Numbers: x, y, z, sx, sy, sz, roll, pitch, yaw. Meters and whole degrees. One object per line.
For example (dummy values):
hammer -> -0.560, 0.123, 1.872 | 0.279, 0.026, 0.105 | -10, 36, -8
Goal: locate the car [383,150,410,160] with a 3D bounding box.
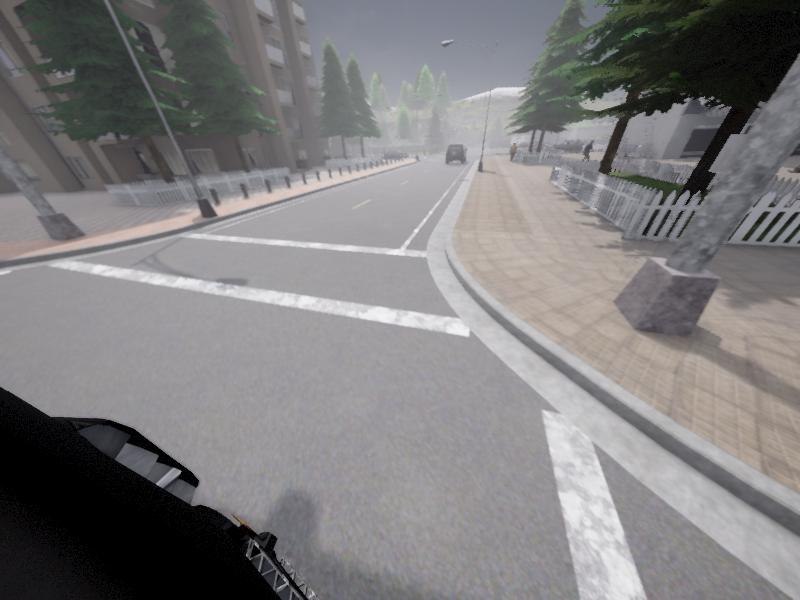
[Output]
car -> -0.623, -27.643, 44.058 | 4.792, 1.488, 2.163 | 5, 34, 12

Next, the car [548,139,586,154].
car -> 27.714, -25.624, 38.552 | 4.605, 1.855, 1.932 | 8, 35, 16

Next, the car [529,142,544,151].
car -> 29.606, -33.381, 50.178 | 1.845, 1.501, 3.633 | 8, 35, 16

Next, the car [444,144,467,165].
car -> 7.216, -18.693, 29.578 | 2.150, 2.045, 5.566 | 8, 35, 15

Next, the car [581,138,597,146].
car -> 49.451, -41.320, 60.491 | 1.845, 1.501, 3.633 | 8, 35, 16

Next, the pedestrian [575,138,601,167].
pedestrian -> 14.596, -11.446, 17.972 | 0.751, 1.860, 0.751 | -20, 37, -24

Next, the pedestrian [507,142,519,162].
pedestrian -> 12.437, -16.294, 25.428 | 0.751, 1.860, 0.751 | 8, 35, 16

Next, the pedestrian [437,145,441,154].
pedestrian -> 9.743, -37.791, 57.854 | 0.751, 1.860, 0.751 | 14, 37, 23

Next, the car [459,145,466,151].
car -> 20.051, -48.552, 73.948 | 1.970, 1.475, 3.806 | 8, 35, 15

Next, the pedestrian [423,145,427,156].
pedestrian -> 5.154, -31.404, 48.626 | 0.751, 1.860, 0.751 | -2, 34, 2

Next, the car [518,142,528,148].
car -> 37.507, -47.451, 70.607 | 2.007, 1.523, 4.514 | 8, 35, 16

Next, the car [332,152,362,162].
car -> -10.718, -28.876, 46.740 | 5.357, 1.411, 2.033 | 8, 35, 16

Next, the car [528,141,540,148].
car -> 40.509, -47.060, 69.781 | 2.152, 1.636, 5.027 | 8, 35, 16

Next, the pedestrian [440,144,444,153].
pedestrian -> 11.186, -40.648, 62.027 | 0.751, 1.860, 0.751 | 12, 36, 21

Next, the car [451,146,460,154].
car -> 13.785, -37.130, 57.142 | 1.789, 1.549, 3.705 | 8, 35, 15
